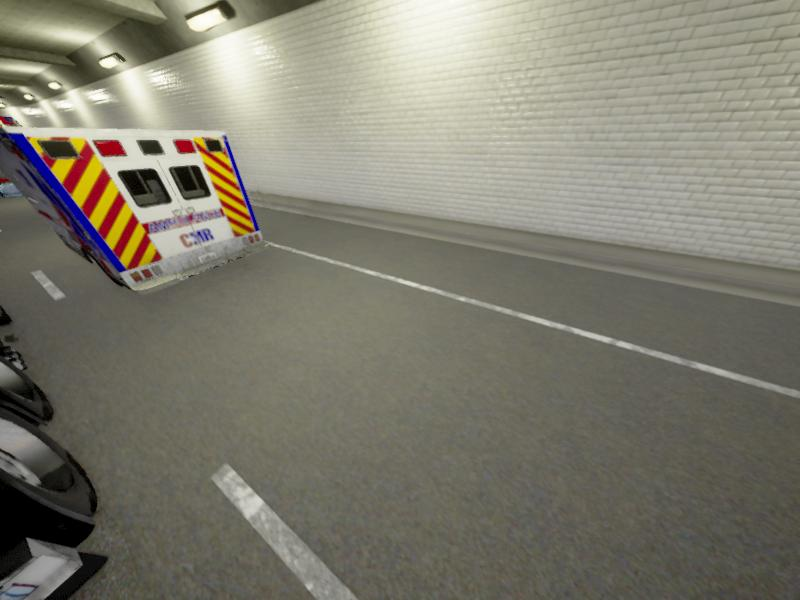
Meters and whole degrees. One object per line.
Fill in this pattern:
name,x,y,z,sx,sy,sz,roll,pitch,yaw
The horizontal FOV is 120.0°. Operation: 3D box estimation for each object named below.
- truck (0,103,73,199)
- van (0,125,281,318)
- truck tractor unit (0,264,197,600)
truck,-23.098,-8.299,12.847,8.468,3.827,2.891,18,39,24
van,-6.089,-2.190,5.102,6.366,2.431,2.351,18,39,24
truck tractor unit,-5.117,-0.293,0.788,6.516,4.208,3.053,18,39,24
